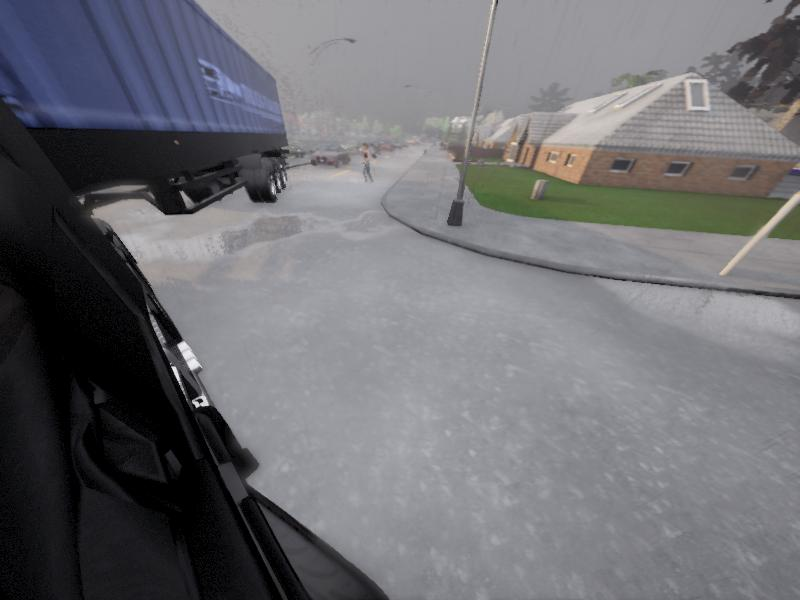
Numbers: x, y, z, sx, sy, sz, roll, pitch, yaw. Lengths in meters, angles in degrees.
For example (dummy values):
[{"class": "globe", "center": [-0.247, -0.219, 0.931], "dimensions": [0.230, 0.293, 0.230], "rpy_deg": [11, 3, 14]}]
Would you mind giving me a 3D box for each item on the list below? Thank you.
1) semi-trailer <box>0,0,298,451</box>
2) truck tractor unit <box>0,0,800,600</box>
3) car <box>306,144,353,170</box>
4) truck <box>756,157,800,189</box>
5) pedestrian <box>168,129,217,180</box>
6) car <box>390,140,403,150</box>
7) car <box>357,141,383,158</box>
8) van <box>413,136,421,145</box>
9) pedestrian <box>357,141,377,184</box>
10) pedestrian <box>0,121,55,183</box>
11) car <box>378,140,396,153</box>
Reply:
[{"class": "semi-trailer", "center": [-5.473, -4.593, 6.001], "dimensions": [2.717, 4.402, 14.254], "rpy_deg": [-6, 36, -12]}, {"class": "truck tractor unit", "center": [-2.645, -0.295, 0.352], "dimensions": [6.516, 4.208, 3.053], "rpy_deg": [28, 44, 30]}, {"class": "car", "center": [-5.347, -11.317, 18.154], "dimensions": [1.994, 1.385, 4.181], "rpy_deg": [7, 35, 5]}, {"class": "truck", "center": [33.409, -10.147, 18.676], "dimensions": [2.069, 2.038, 4.478], "rpy_deg": [7, 35, 5]}, {"class": "pedestrian", "center": [-9.286, -6.532, 10.424], "dimensions": [0.751, 1.860, 0.751], "rpy_deg": [5, 35, 2]}, {"class": "car", "center": [-0.665, -30.159, 44.974], "dimensions": [1.816, 1.474, 4.193], "rpy_deg": [7, 36, 5]}, {"class": "car", "center": [-3.550, -18.587, 28.401], "dimensions": [2.007, 1.525, 4.514], "rpy_deg": [7, 35, 5]}, {"class": "van", "center": [6.242, -58.222, 84.219], "dimensions": [2.351, 2.431, 6.366], "rpy_deg": [7, 35, 5]}, {"class": "pedestrian", "center": [-1.720, -7.207, 12.186], "dimensions": [0.751, 1.860, 0.751], "rpy_deg": [-14, 39, -22]}, {"class": "pedestrian", "center": [-14.219, -5.403, 8.456], "dimensions": [0.751, 1.860, 0.751], "rpy_deg": [6, 35, 4]}, {"class": "car", "center": [-2.005, -24.796, 37.269], "dimensions": [2.007, 1.525, 4.514], "rpy_deg": [7, 35, 5]}]
